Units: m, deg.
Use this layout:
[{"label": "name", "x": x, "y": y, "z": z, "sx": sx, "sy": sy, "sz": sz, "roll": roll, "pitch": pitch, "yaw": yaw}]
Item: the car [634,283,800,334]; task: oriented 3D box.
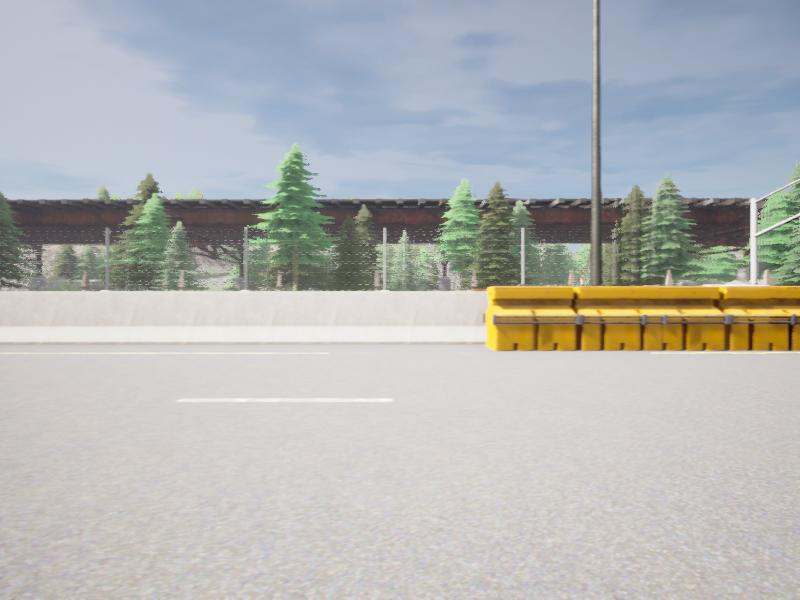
[{"label": "car", "x": 9.912, "y": 0.249, "z": 12.689, "sx": 3.806, "sy": 1.475, "sz": 1.970, "roll": 0, "pitch": 0, "yaw": 0}]

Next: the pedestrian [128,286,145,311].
[{"label": "pedestrian", "x": -19.303, "y": -0.105, "z": 29.325, "sx": 0.751, "sy": 1.860, "sz": 0.751, "roll": 0, "pitch": 0, "yaw": 1}]

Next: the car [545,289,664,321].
[{"label": "car", "x": 9.922, "y": 0.239, "z": 19.695, "sx": 4.892, "sy": 1.490, "sz": 1.837, "roll": 0, "pitch": 0, "yaw": 0}]

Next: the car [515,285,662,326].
[{"label": "car", "x": 7.448, "y": 0.222, "z": 16.196, "sx": 4.974, "sy": 1.542, "sz": 2.038, "roll": 0, "pitch": 0, "yaw": 0}]
